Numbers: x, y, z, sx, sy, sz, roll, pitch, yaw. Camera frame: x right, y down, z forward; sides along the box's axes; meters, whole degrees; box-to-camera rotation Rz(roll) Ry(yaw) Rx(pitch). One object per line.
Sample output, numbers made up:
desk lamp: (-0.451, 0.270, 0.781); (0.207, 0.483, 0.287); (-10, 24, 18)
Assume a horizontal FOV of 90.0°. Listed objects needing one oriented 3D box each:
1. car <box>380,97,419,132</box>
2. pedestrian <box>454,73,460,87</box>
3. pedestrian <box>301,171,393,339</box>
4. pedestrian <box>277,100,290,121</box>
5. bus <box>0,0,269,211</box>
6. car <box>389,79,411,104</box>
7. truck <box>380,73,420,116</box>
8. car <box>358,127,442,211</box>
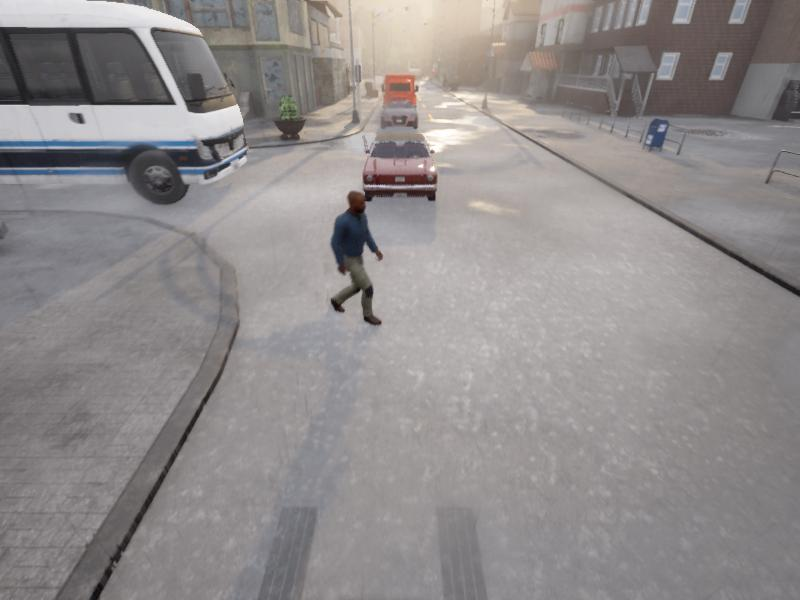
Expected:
car: (-0.017, -10.572, 22.635); (1.994, 1.385, 4.181); (0, 30, 0)
pedestrian: (8.693, -33.509, 60.982); (0.751, 1.860, 0.751); (0, 30, 0)
pedestrian: (-0.591, -0.560, 5.037); (0.751, 1.860, 0.751); (12, 33, 20)
pedestrian: (-7.052, -11.499, 24.250); (0.500, 1.100, 0.500); (-14, 33, -23)
bus: (-9.382, -4.984, 10.262); (10.273, 4.253, 3.944); (0, 30, -1)
car: (-0.001, -19.795, 37.832); (1.905, 1.878, 3.866); (0, 31, 0)
truck: (0.000, -15.127, 29.296); (2.627, 2.467, 5.204); (0, 31, 0)
car: (0.001, -3.893, 11.324); (1.895, 1.301, 4.718); (0, 30, 0)
